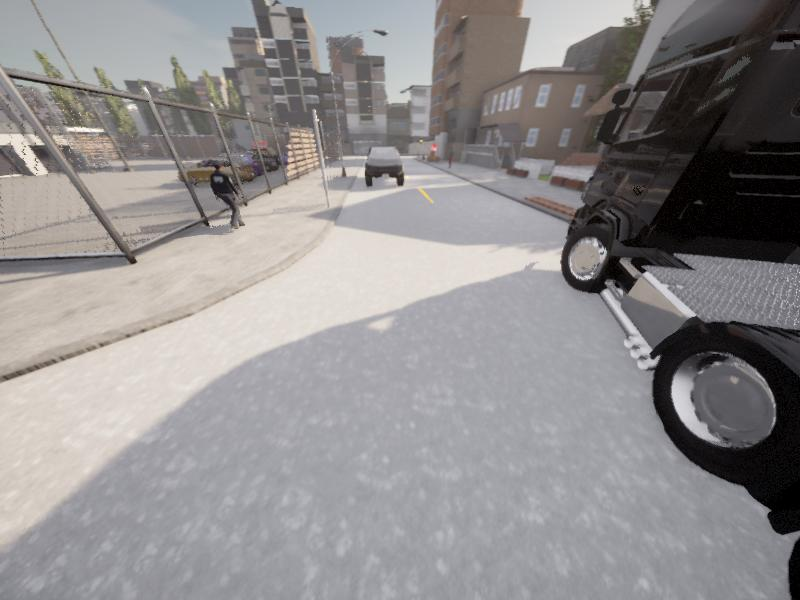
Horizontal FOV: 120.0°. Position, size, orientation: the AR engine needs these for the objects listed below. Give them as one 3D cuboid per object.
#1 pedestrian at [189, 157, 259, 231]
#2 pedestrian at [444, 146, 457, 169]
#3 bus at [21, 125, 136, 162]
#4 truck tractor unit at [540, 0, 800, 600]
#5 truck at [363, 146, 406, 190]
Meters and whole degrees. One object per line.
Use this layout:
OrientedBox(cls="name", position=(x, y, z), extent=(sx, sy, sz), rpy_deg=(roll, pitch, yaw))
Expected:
OrientedBox(cls="pedestrian", position=(-4.964, -3.029, 6.680), extent=(0.751, 1.860, 0.751), rpy_deg=(1, 34, 1))
OrientedBox(cls="pedestrian", position=(5.013, -14.106, 22.907), extent=(0.751, 1.860, 0.751), rpy_deg=(-13, 36, -18))
OrientedBox(cls="bus", position=(-49.355, -24.573, 36.421), extent=(3.944, 4.253, 10.273), rpy_deg=(-5, 34, -7))
OrientedBox(cls="truck tractor unit", position=(3.981, -0.799, 1.526), extent=(3.053, 4.208, 6.516), rpy_deg=(9, 36, 13))
OrientedBox(cls="truck", position=(-1.120, -9.235, 15.789), extent=(2.390, 2.098, 6.274), rpy_deg=(-3, 34, -4))
